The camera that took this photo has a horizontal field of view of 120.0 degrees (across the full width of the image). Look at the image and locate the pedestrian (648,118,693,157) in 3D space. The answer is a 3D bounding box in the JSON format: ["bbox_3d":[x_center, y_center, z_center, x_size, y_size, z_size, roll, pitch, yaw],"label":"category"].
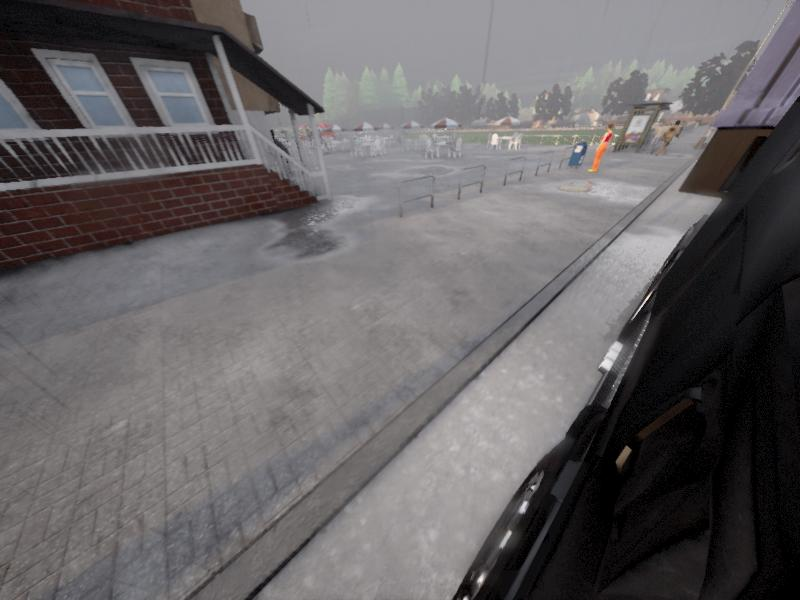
[{"bbox_3d":[16.355,-9.828,14.028,0.751,1.860,0.751,-9,37,-8],"label":"pedestrian"}]

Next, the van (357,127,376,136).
[{"bbox_3d":[-11.898,-60.192,82.324,6.366,2.431,2.351,-29,44,-30],"label":"van"}]

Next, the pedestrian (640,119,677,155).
[{"bbox_3d":[16.815,-10.630,15.068,0.751,1.860,0.751,-24,42,-26],"label":"pedestrian"}]

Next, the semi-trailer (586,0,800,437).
[{"bbox_3d":[9.618,-2.724,3.028,14.254,4.402,2.717,-16,39,-17],"label":"semi-trailer"}]

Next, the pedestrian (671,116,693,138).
[{"bbox_3d":[31.326,-19.227,25.697,0.751,1.860,0.751,-28,44,-30],"label":"pedestrian"}]

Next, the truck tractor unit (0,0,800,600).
[{"bbox_3d":[2.645,-0.295,0.351,6.516,4.208,3.053,-28,44,-30],"label":"truck tractor unit"}]

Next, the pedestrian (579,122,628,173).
[{"bbox_3d":[9.262,-6.958,10.604,0.751,1.860,0.751,-9,37,-9],"label":"pedestrian"}]
